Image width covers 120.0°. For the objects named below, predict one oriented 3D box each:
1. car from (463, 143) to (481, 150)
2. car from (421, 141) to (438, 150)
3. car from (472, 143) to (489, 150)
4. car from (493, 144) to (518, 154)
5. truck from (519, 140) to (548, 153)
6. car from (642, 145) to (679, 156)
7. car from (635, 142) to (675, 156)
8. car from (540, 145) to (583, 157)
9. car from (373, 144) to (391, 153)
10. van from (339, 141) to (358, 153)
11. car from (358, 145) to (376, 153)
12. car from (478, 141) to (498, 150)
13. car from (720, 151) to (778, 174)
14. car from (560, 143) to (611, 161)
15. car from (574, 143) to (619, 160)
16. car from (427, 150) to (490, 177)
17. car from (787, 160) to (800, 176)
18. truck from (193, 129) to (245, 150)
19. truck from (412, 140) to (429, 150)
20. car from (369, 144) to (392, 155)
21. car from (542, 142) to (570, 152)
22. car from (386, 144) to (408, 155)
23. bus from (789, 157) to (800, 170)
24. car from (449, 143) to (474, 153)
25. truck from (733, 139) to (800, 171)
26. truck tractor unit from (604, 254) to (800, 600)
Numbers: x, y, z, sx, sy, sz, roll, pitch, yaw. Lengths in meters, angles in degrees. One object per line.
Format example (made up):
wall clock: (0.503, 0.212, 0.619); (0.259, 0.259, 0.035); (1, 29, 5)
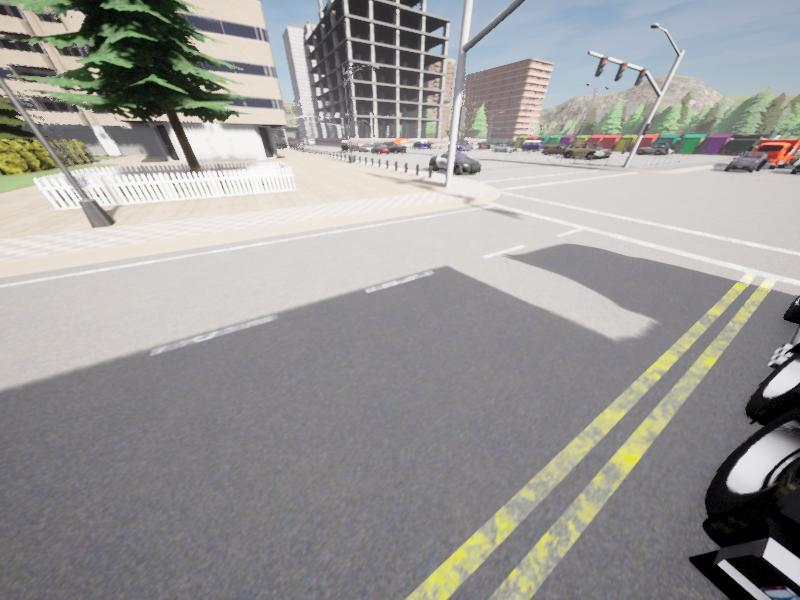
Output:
car: (18.265, -39.064, 58.797); (1.970, 1.475, 3.806); (-18, 39, -24)
car: (7.671, -40.080, 59.748); (1.932, 1.855, 4.605); (-18, 39, -24)
car: (20.778, -39.903, 59.966); (1.784, 1.438, 3.905); (-18, 39, -24)
car: (20.769, -29.933, 45.694); (1.970, 1.475, 3.806); (-18, 39, -24)
truck: (28.285, -32.663, 49.087); (2.069, 2.038, 4.478); (-18, 39, -24)
car: (46.632, -26.820, 41.426); (1.970, 1.475, 3.806); (-18, 39, -24)
car: (44.115, -26.209, 40.109); (1.905, 1.878, 3.866); (-18, 39, -24)
car: (26.261, -24.457, 37.856); (2.033, 1.415, 5.357); (-18, 39, -24)
car: (-3.897, -31.794, 48.399); (1.812, 1.442, 4.674); (-18, 39, -24)
van: (-10.265, -30.370, 45.784); (2.069, 2.038, 4.480); (-18, 39, -24)
car: (-6.777, -30.600, 46.791); (1.895, 1.301, 4.718); (-18, 39, -24)
car: (23.082, -40.854, 60.983); (1.932, 1.855, 4.605); (-18, 39, -24)
car: (31.024, -12.282, 20.561); (3.633, 1.501, 1.845); (-18, 39, -24)
car: (24.570, -19.899, 30.878); (1.932, 1.855, 4.605); (-18, 39, -24)
car: (27.108, -20.682, 32.029); (1.905, 1.878, 3.866); (-18, 39, -24)
car: (4.592, -11.403, 19.086); (2.038, 1.542, 4.974); (-18, 39, -24)
car: (35.264, -11.375, 19.211); (5.027, 1.651, 2.152); (-18, 39, -24)
truck: (-41.342, -36.878, 53.220); (8.468, 3.827, 2.891); (-18, 39, -24)
truck: (5.194, -39.310, 58.456); (2.069, 2.038, 4.478); (-18, 39, -24)
car: (-3.590, -27.513, 42.218); (2.163, 1.488, 4.792); (-18, 39, -24)
car: (35.386, -34.921, 52.554); (1.932, 1.855, 4.605); (-18, 39, -24)
car: (-0.652, -28.619, 43.780); (1.882, 1.535, 5.008); (-18, 39, -25)
bus: (43.986, -15.044, 22.251); (10.273, 4.253, 3.944); (-17, 38, -23)
car: (12.688, -31.614, 47.919); (2.242, 1.667, 4.611); (-18, 39, -24)
truck: (36.973, -14.524, 23.008); (5.204, 2.467, 2.627); (-17, 38, -23)
truck tractor unit: (5.090, -0.322, 0.804); (6.516, 4.208, 3.053); (-19, 39, -25)
